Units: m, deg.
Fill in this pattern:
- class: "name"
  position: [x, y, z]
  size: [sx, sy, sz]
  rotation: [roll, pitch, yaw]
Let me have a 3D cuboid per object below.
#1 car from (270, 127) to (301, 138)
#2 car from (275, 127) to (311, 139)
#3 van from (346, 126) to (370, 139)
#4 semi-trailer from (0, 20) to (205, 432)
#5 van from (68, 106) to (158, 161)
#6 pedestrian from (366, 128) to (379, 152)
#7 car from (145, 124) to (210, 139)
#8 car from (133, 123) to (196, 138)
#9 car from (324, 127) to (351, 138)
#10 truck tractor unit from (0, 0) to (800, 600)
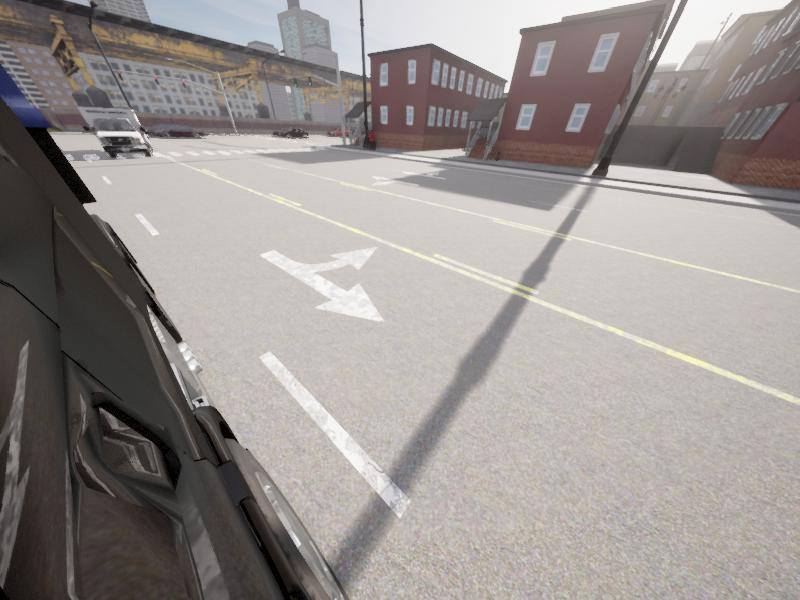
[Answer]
- class: "car"
  position: [-19.759, -28.961, 39.944]
  size: [1.994, 1.385, 4.181]
  rotation: [28, 44, 30]
- class: "car"
  position: [-17.420, -27.343, 37.827]
  size: [1.837, 1.490, 4.892]
  rotation: [28, 44, 30]
- class: "van"
  position: [-8.362, -33.746, 46.540]
  size: [1.775, 1.987, 4.442]
  rotation: [28, 43, 30]
- class: "semi-trailer"
  position: [-8.898, -3.462, 4.019]
  size: [14.254, 4.402, 2.717]
  rotation: [26, 43, 28]
- class: "van"
  position: [-18.151, -10.849, 14.966]
  size: [2.351, 2.431, 6.366]
  rotation: [-27, 46, -33]
- class: "pedestrian"
  position: [-2.565, -14.996, 21.666]
  size: [0.751, 1.860, 0.751]
  rotation: [27, 43, 29]
- class: "car"
  position: [-27.098, -20.670, 28.385]
  size: [2.033, 1.411, 5.357]
  rotation: [28, 44, 30]
- class: "car"
  position: [-30.130, -21.857, 29.779]
  size: [2.033, 1.411, 5.357]
  rotation: [28, 44, 30]
- class: "car"
  position: [-12.636, -33.964, 46.821]
  size: [2.242, 1.667, 4.611]
  rotation: [28, 44, 30]
- class: "truck tractor unit"
  position: [-2.645, -0.295, 0.351]
  size: [6.516, 4.208, 3.053]
  rotation: [28, 44, 30]
